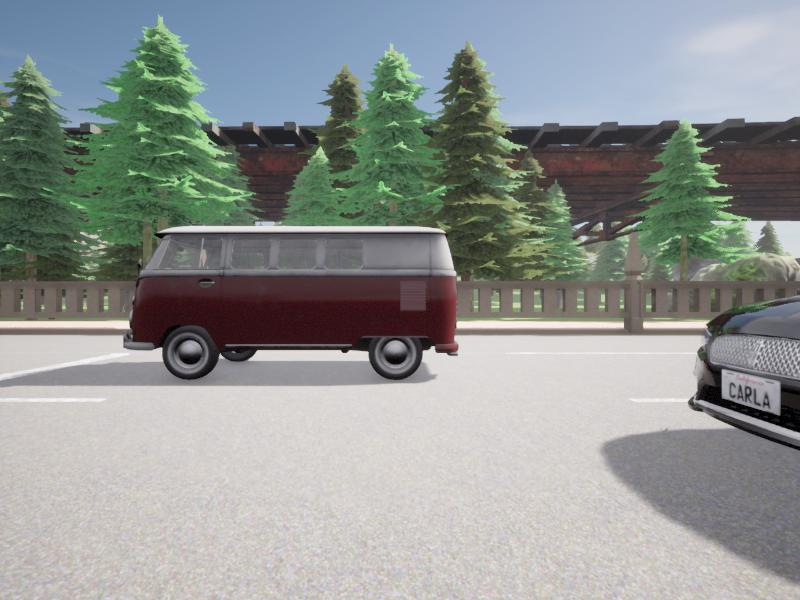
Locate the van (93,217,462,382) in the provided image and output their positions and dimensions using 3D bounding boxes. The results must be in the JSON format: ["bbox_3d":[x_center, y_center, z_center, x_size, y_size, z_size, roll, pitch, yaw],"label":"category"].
[{"bbox_3d":[-1.470,-0.002,5.700,4.442,1.987,1.775,0,0,0],"label":"van"}]

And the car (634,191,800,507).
[{"bbox_3d":[4.363,0.237,2.200,4.902,1.511,2.128,0,0,0],"label":"car"}]
